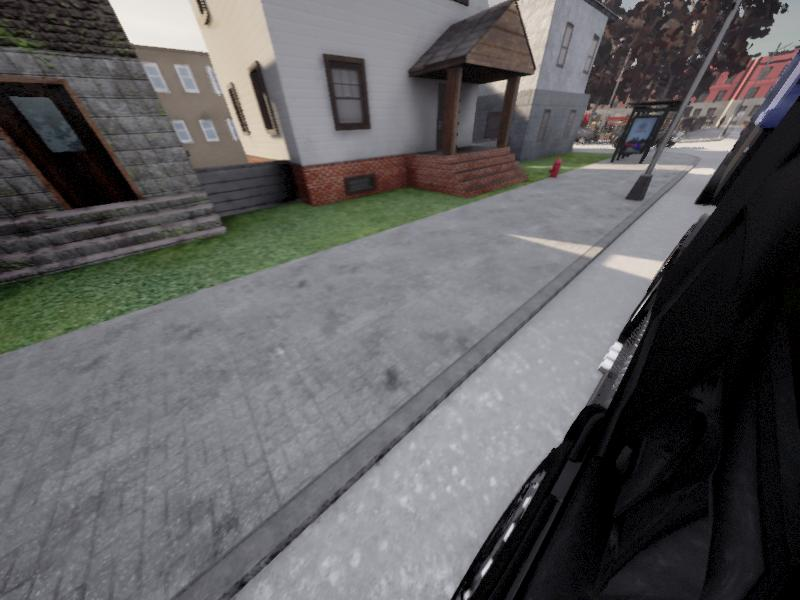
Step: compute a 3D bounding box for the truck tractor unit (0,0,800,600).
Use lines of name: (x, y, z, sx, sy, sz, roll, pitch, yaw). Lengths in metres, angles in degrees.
truck tractor unit: (2.645, -0.295, 0.352, 6.516, 4.208, 3.053, -28, 44, -30)

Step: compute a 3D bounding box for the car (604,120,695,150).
car: (20.652, -13.815, 19.404, 1.932, 1.855, 4.605, -26, 42, -28)

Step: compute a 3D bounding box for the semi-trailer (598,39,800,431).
semi-trailer: (8.683, -3.602, 4.262, 14.254, 4.402, 2.717, -28, 43, -30)

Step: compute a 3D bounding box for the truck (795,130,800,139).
truck: (39.021, -16.384, 20.041, 8.468, 3.827, 2.891, -28, 43, -30)

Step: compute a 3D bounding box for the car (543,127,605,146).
car: (19.314, -18.355, 25.918, 2.128, 1.511, 4.902, -28, 43, -30)

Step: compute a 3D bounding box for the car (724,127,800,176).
car: (17.678, -7.208, 10.990, 4.902, 1.511, 2.128, -30, 45, -32)

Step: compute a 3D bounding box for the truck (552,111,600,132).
truck: (43.753, -44.627, 57.825, 2.891, 3.827, 8.468, -28, 43, -30)

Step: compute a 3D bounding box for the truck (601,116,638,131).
truck: (49.671, -40.090, 52.461, 2.627, 2.467, 5.204, -29, 44, -30)

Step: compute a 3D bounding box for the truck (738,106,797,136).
truck: (42.764, -20.940, 27.081, 5.204, 2.467, 2.627, -28, 44, -30)
